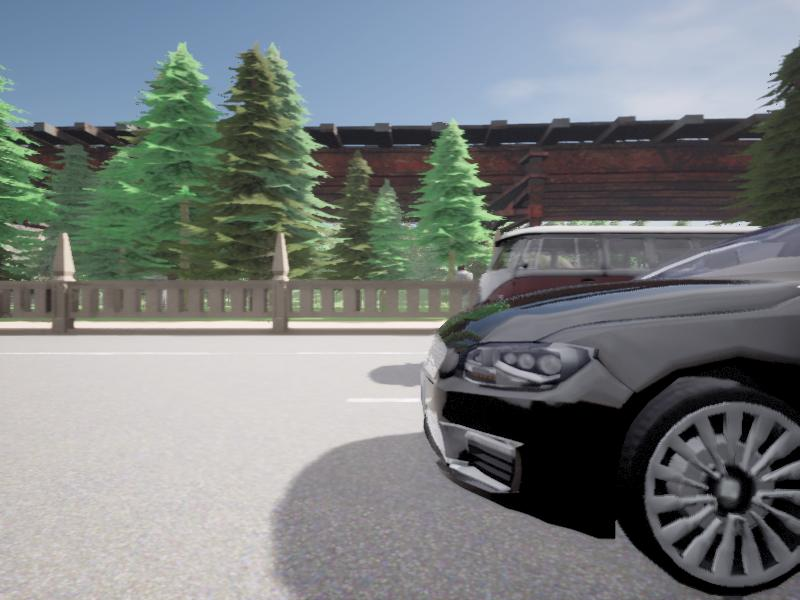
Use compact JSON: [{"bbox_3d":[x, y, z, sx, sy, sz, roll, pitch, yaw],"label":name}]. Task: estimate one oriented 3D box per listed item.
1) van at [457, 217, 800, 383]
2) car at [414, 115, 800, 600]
[{"bbox_3d":[3.157,-0.002,5.702,4.442,1.987,1.775,0,0,0],"label":"van"},{"bbox_3d":[2.569,0.236,2.202,4.902,1.511,2.128,0,0,0],"label":"car"}]
